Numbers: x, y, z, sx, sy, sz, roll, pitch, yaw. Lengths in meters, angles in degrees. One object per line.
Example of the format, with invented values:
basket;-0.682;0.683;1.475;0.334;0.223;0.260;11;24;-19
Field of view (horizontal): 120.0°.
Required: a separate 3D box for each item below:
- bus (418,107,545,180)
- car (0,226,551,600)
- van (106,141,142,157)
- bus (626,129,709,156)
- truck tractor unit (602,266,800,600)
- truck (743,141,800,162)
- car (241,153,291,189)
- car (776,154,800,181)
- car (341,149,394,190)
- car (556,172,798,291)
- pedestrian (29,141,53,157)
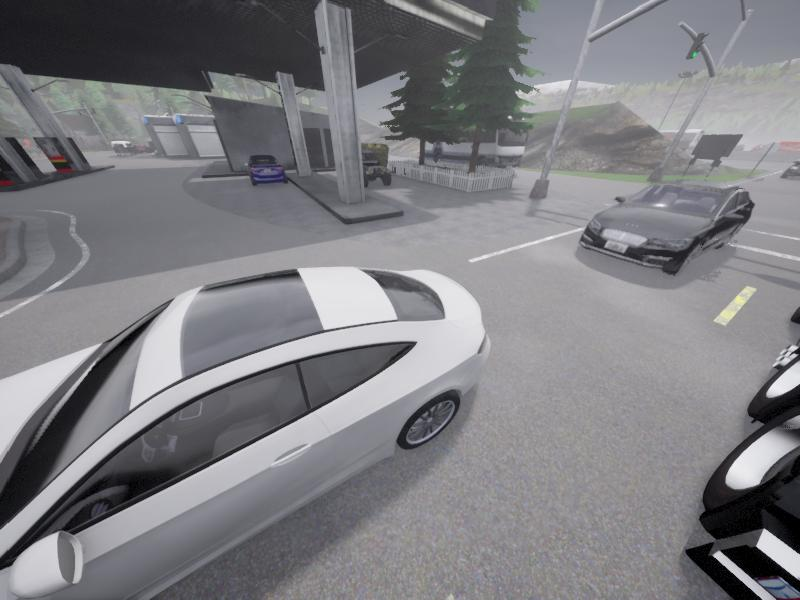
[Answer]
bus;6.233;-13.980;20.728;3.944;4.253;10.273;-18;39;-24
car;-1.279;0.678;1.915;4.674;1.442;1.812;-18;38;-25
van;-44.103;-24.282;37.082;2.069;2.038;4.480;-18;39;-24
bus;56.790;-33.892;49.687;3.944;4.253;10.273;-18;39;-24
truck tractor unit;5.112;-0.300;0.779;6.516;4.208;3.053;-18;39;-24
truck;58.774;-23.230;35.961;2.627;2.467;5.204;-18;39;-24
car;-9.248;-8.986;15.820;2.242;1.667;4.611;-18;39;-25
car;30.433;-9.772;16.911;4.974;1.542;2.038;-18;39;-24
car;-2.173;-8.580;14.997;1.905;1.878;3.866;-18;39;-25
car;6.584;-1.993;5.583;4.902;1.511;2.128;-17;39;-24
pedestrian;-49.533;-20.818;31.916;0.751;1.860;0.751;-17;38;-23
